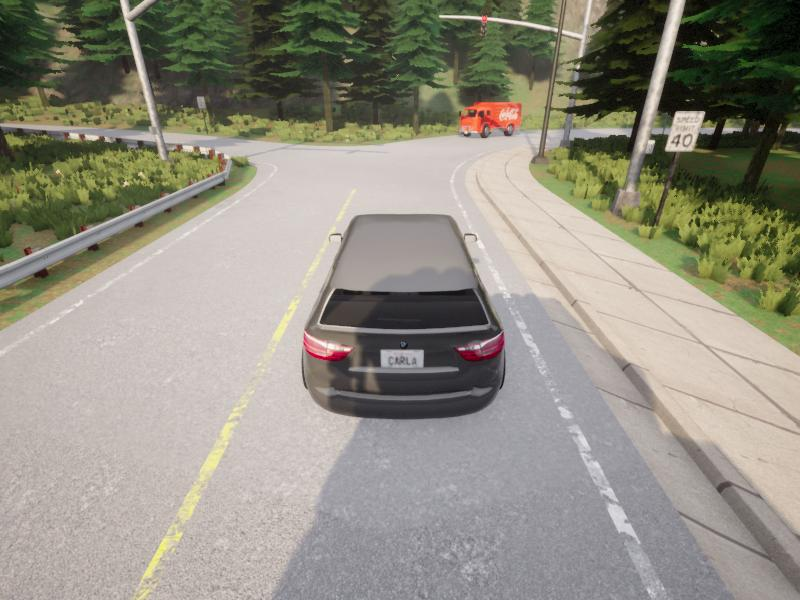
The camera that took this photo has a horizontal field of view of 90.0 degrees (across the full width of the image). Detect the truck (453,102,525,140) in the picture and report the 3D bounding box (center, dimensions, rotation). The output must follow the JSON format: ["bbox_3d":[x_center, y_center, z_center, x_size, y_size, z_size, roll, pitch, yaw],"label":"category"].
[{"bbox_3d":[7.092,-14.306,31.740,5.204,2.467,2.627,-20,33,-34],"label":"truck"}]

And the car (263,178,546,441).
[{"bbox_3d":[0.042,-0.417,5.593,2.242,1.667,4.611,0,27,0],"label":"car"}]
